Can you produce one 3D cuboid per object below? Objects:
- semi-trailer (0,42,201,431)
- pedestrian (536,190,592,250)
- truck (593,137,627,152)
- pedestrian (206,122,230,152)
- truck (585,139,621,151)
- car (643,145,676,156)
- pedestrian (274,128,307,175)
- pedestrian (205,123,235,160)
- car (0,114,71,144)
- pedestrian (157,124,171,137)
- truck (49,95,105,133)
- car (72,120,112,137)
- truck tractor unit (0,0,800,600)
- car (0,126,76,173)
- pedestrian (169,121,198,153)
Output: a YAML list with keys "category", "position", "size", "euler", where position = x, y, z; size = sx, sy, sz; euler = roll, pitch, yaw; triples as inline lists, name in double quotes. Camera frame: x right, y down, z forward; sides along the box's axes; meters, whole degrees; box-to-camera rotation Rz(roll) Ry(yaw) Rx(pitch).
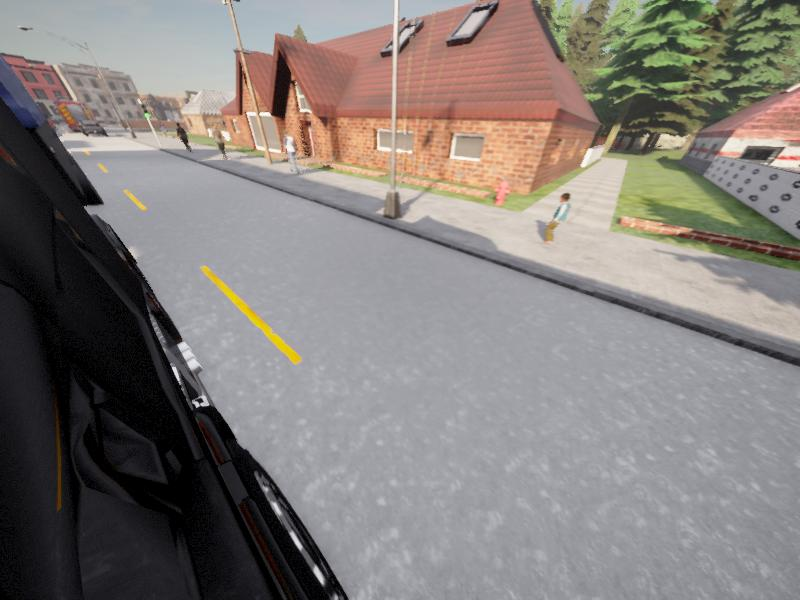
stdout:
- category: "semi-trailer"
  position: [-8.699, -3.596, 4.241]
  size: [14.254, 4.402, 2.717]
  euler: [28, 43, 30]
- category: "pedestrian"
  position: [3.623, -1.784, 5.163]
  size: [0.500, 1.100, 0.500]
  euler: [-22, 43, -29]
- category: "truck"
  position: [48.729, -36.102, 53.607]
  size: [5.204, 2.467, 2.627]
  euler: [28, 43, 30]
- category: "pedestrian"
  position: [-14.098, -12.599, 17.925]
  size: [0.751, 1.860, 0.751]
  euler: [30, 45, 32]
- category: "truck"
  position: [50.046, -38.367, 57.045]
  size: [6.274, 2.098, 2.390]
  euler: [28, 43, 30]
- category: "car"
  position: [55.450, -32.103, 49.518]
  size: [4.514, 1.525, 2.007]
  euler: [28, 43, 30]
- category: "pedestrian"
  position: [-5.267, -7.195, 11.228]
  size: [0.751, 1.860, 0.751]
  euler: [22, 41, 24]
- category: "pedestrian"
  position: [-11.412, -10.054, 14.677]
  size: [0.751, 1.860, 0.751]
  euler: [28, 43, 30]
- category: "car"
  position: [-30.974, -14.038, 18.980]
  size: [4.605, 1.855, 1.932]
  euler: [7, 35, 6]
- category: "pedestrian"
  position: [-29.951, -21.476, 29.308]
  size: [0.751, 1.300, 0.751]
  euler: [-21, 43, -28]
- category: "truck"
  position: [-46.564, -26.634, 33.277]
  size: [8.468, 3.827, 2.891]
  euler: [28, 44, 30]
- category: "car"
  position: [-36.867, -20.515, 27.614]
  size: [4.902, 1.511, 2.128]
  euler: [28, 44, 30]
- category: "truck tractor unit"
  position: [-2.645, -0.295, 0.352]
  size: [6.516, 4.208, 3.053]
  euler: [28, 44, 30]
- category: "car"
  position: [-18.233, -7.480, 11.289]
  size: [4.902, 1.511, 2.128]
  euler: [28, 43, 30]
- category: "pedestrian"
  position: [-15.679, -11.793, 16.741]
  size: [0.751, 1.860, 0.751]
  euler: [29, 44, 31]
